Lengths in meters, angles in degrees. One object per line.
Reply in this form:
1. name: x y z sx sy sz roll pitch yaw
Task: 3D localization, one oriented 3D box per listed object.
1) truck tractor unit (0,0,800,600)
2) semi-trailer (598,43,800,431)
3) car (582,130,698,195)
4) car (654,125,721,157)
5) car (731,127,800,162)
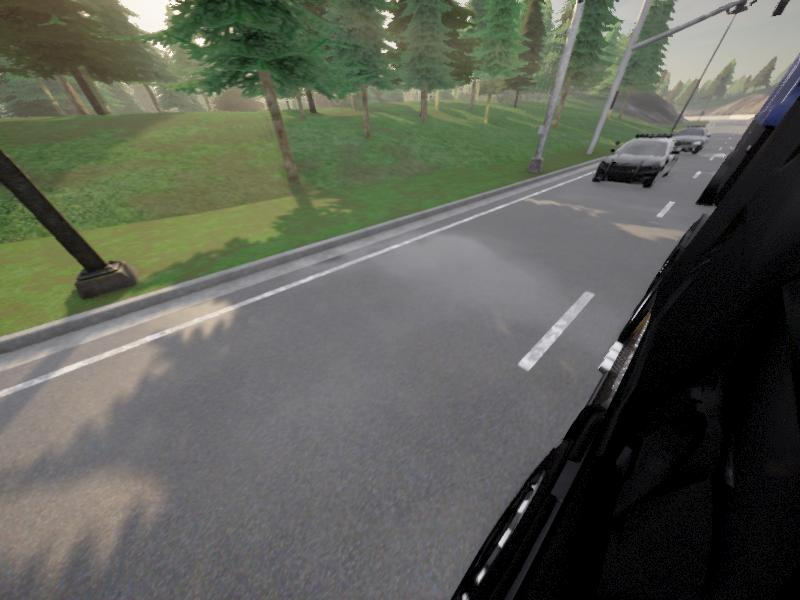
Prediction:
1. truck tractor unit: 2.645 -0.295 0.351 6.516 4.208 3.053 -28 44 -30
2. semi-trailer: 8.703 -3.584 4.248 14.254 4.402 2.717 -28 44 -30
3. car: 9.950 -5.853 9.520 5.238 1.638 1.930 -28 44 -30
4. car: 20.402 -11.361 16.376 4.974 1.542 2.038 -28 44 -30
5. car: 21.628 -9.193 13.561 4.181 1.385 1.994 -28 44 -30
